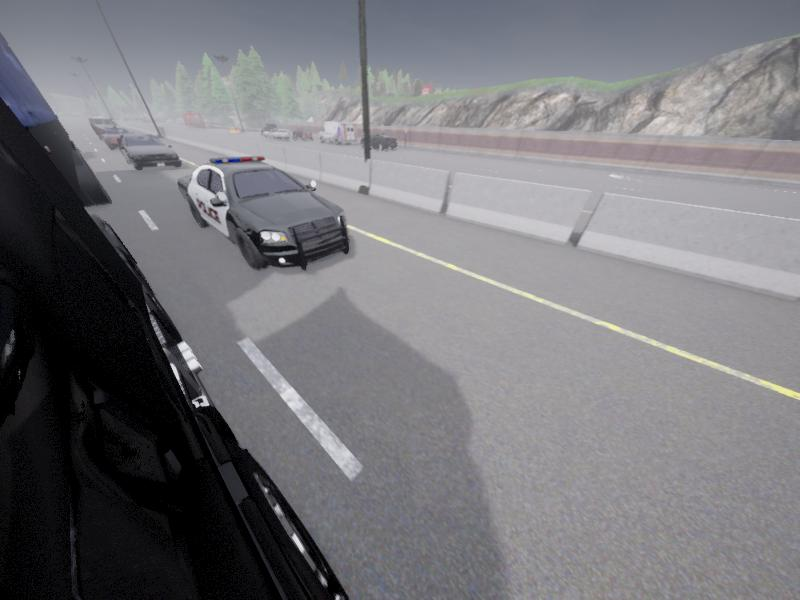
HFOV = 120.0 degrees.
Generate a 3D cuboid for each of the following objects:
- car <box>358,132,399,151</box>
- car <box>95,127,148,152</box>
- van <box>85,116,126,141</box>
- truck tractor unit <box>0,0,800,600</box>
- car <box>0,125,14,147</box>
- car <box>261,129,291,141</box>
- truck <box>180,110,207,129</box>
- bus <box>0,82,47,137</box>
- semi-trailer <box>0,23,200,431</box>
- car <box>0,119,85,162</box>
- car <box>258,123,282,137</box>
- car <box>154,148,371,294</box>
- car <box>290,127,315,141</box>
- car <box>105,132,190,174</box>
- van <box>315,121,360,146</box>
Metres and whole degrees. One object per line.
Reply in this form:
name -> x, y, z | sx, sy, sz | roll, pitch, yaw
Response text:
car -> -2.577, -18.739, 27.252 | 5.008, 1.535, 1.882 | 30, 44, 31
car -> -22.188, -12.843, 18.383 | 4.181, 1.385, 1.994 | 29, 44, 31
van -> -31.302, -18.237, 24.548 | 4.442, 1.987, 1.775 | 30, 45, 31
truck tractor unit -> -2.645, -0.295, 0.351 | 6.516, 4.208, 3.053 | 28, 44, 30
car -> -31.304, -12.427, 17.161 | 5.008, 1.535, 1.882 | 29, 44, 31
car -> -18.624, -24.870, 34.725 | 4.718, 1.301, 1.895 | 29, 44, 31
truck -> -58.759, -51.332, 65.675 | 8.468, 3.827, 2.891 | 29, 44, 31
bus -> -42.862, -20.145, 24.551 | 10.273, 4.253, 3.944 | 29, 44, 31
semi-trailer -> -8.611, -3.651, 4.328 | 14.254, 4.402, 2.717 | 29, 44, 31
car -> -20.745, -9.393, 13.500 | 4.553, 1.767, 2.097 | 29, 44, 31
car -> -23.418, -30.627, 41.648 | 3.866, 1.878, 1.905 | 30, 44, 31
car -> -3.124, -2.204, 5.119 | 4.974, 1.542, 2.038 | 29, 44, 31
car -> -15.270, -25.895, 36.078 | 3.705, 1.549, 1.789 | 30, 45, 31
car -> -13.691, -8.067, 12.467 | 5.357, 1.411, 2.033 | 29, 44, 31
van -> -8.475, -22.427, 31.099 | 6.366, 2.431, 2.351 | 29, 44, 31
